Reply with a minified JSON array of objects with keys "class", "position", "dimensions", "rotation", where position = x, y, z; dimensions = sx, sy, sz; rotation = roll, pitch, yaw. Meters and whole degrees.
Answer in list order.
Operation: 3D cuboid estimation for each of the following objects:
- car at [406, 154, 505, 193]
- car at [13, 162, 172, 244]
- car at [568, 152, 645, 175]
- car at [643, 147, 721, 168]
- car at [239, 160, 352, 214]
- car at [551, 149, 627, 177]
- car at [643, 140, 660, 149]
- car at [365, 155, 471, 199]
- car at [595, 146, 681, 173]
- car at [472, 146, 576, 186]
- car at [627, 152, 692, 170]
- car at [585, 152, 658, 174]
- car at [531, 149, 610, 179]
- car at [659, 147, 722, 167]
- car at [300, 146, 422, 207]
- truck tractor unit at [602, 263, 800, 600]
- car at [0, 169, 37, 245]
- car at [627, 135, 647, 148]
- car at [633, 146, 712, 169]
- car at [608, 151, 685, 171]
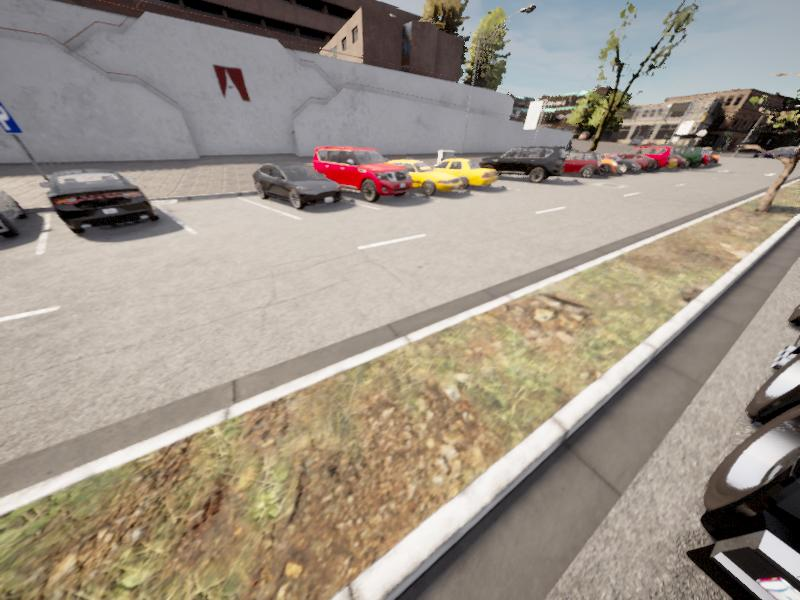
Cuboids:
[{"class":"car","position":[3.047,-7.712,13.851],"dimensions":[5.366,1.575,1.946],"rotation":[25,42,32]},{"class":"car","position":[-9.806,-3.444,7.545],"dimensions":[5.008,1.535,2.097],"rotation":[25,42,32]},{"class":"car","position":[18.789,-12.622,21.251],"dimensions":[4.892,1.521,2.231],"rotation":[25,41,32]},{"class":"car","position":[34.456,-17.734,28.589],"dimensions":[5.566,2.045,2.435],"rotation":[26,41,32]},{"class":"car","position":[-4.583,-5.098,10.034],"dimensions":[4.792,1.488,2.163],"rotation":[25,41,32]},{"class":"car","position":[16.169,-11.913,19.942],"dimensions":[4.553,1.767,2.185],"rotation":[25,41,32]},{"class":"car","position":[57.285,-35.395,52.676],"dimensions":[2.002,1.452,4.674],"rotation":[31,44,28]},{"class":"car","position":[0.737,-6.746,12.414],"dimensions":[5.366,1.575,1.946],"rotation":[25,41,32]},{"class":"car","position":[23.970,-14.481,23.622],"dimensions":[5.566,2.045,2.435],"rotation":[25,41,32]},{"class":"car","position":[8.365,-9.527,16.115],"dimensions":[5.566,2.045,2.435],"rotation":[25,42,32]},{"class":"car","position":[29.202,-15.867,26.268],"dimensions":[4.674,1.452,2.002],"rotation":[25,41,32]},{"class":"car","position":[21.365,-13.427,22.525],"dimensions":[4.792,1.488,2.163],"rotation":[25,41,32]},{"class":"car","position":[13.614,-11.061,18.653],"dimensions":[4.553,1.767,2.185],"rotation":[25,42,32]},{"class":"car","position":[37.143,-18.488,29.791],"dimensions":[4.442,1.987,1.878],"rotation":[26,41,32]},{"class":"car","position":[-1.982,-6.171,11.120],"dimensions":[5.566,2.045,2.435],"rotation":[25,41,32]},{"class":"truck tractor unit","position":[5.114,-0.294,0.792],"dimensions":[6.516,4.208,3.053],"rotation":[-18,39,-24]},{"class":"car","position":[-12.411,-2.577,6.333],"dimensions":[4.674,1.452,2.002],"rotation":[25,41,32]},{"class":"car","position":[55.847,-37.362,54.506],"dimensions":[2.435,2.045,5.566],"rotation":[31,44,28]},{"class":"car","position":[31.790,-16.937,27.371],"dimensions":[5.566,2.045,2.435],"rotation":[26,42,32]},{"class":"car","position":[26.451,-15.153,25.097],"dimensions":[5.366,1.575,1.946],"rotation":[25,41,32]}]
